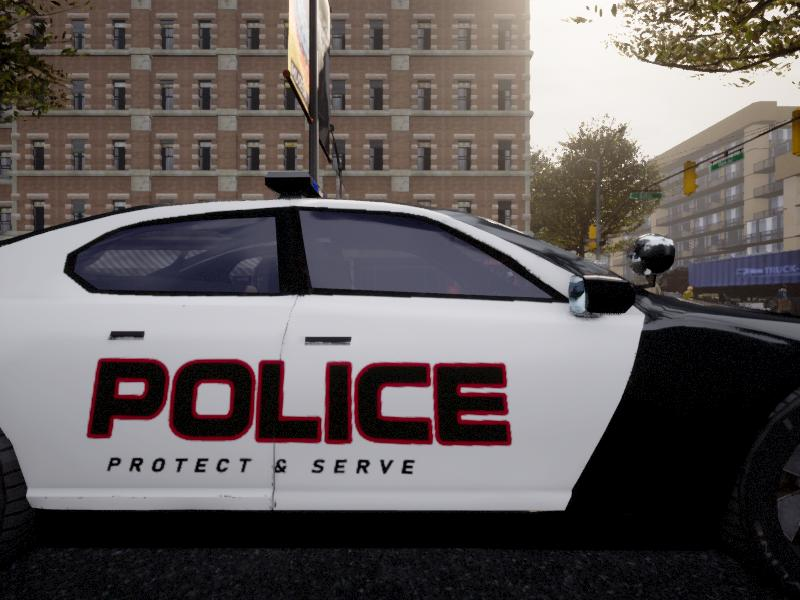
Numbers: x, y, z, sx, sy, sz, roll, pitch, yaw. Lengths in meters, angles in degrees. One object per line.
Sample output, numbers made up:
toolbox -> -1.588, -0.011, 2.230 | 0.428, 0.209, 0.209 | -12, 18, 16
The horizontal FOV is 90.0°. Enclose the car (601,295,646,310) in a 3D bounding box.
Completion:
car -> 22.968, 0.244, 41.298 | 1.837, 1.490, 4.892 | 0, 0, 0

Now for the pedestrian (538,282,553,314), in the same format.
pedestrian -> 8.621, -0.115, 23.675 | 0.751, 1.860, 0.751 | 0, 0, 27

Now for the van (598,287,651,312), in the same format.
van -> 19.501, -0.029, 35.025 | 2.069, 2.038, 4.480 | 0, 0, 0

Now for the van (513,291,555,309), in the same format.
van -> 15.893, -0.002, 47.523 | 4.442, 1.987, 1.775 | 0, 0, 38

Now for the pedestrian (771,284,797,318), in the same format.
pedestrian -> 21.391, 0.037, 22.285 | 0.751, 1.860, 0.751 | 0, 0, 2

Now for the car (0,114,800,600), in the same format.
car -> -0.057, 0.226, 2.190 | 4.974, 1.542, 2.038 | 0, 0, 0

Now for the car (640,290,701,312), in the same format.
car -> 23.006, 0.094, 34.242 | 2.097, 1.767, 4.553 | 0, 0, 0

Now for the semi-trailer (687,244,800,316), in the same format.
semi-trailer -> 26.065, -1.223, 27.951 | 2.717, 4.402, 14.254 | 0, 0, 4

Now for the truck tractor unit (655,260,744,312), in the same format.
truck tractor unit -> 26.465, -1.127, 35.854 | 3.053, 4.208, 6.516 | -1, 0, 0

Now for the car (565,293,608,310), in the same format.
car -> 19.468, 0.180, 41.974 | 2.152, 1.651, 5.027 | 0, 0, 0

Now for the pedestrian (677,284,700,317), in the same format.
pedestrian -> 16.393, 0.037, 22.740 | 0.751, 1.860, 0.751 | 0, 0, 4
